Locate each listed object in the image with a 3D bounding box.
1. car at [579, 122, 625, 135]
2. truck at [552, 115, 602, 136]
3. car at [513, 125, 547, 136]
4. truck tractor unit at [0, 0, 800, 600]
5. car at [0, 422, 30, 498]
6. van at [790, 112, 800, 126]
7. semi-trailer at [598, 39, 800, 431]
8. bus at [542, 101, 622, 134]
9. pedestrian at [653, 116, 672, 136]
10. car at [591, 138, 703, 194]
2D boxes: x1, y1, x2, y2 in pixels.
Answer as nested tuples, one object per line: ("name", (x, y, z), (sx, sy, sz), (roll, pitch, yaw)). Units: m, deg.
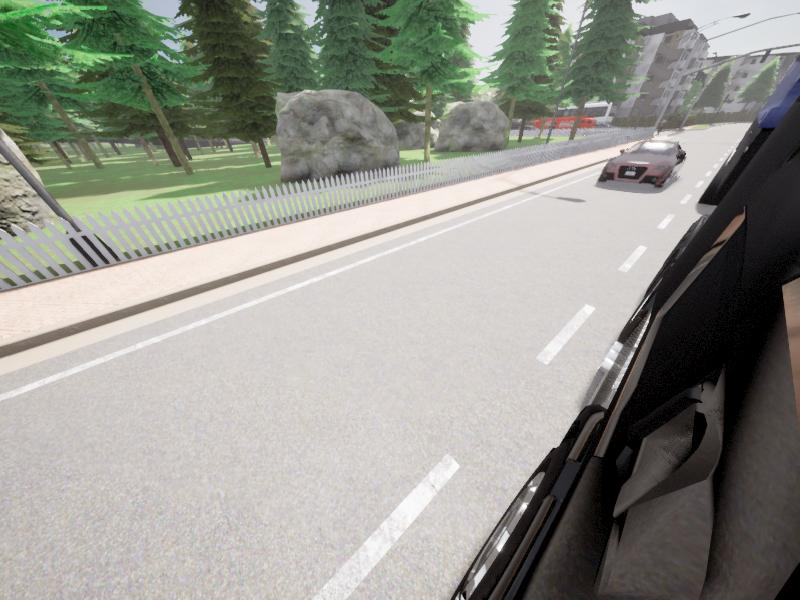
("car", (31.962, -27.226, 36.727), (2.128, 1.511, 4.902), (-26, 43, -28))
("truck", (27.675, -27.360, 36.376), (2.627, 2.467, 5.204), (-26, 43, -28))
("car", (23.188, -30.318, 41.424), (1.837, 1.490, 4.892), (-26, 43, -28))
("truck tractor unit", (2.645, -0.295, 0.352), (6.516, 4.208, 3.053), (-28, 44, -30))
("car", (-4.472, 1.839, 0.128), (3.988, 1.617, 1.851), (-27, 43, -29))
("van", (63.446, -28.412, 35.560), (6.366, 2.431, 2.351), (-28, 44, -30))
("semi-trailer", (8.707, -3.602, 4.216), (14.254, 4.402, 2.717), (-28, 44, -30))
("bus", (33.426, -33.925, 43.293), (3.944, 4.253, 10.273), (-26, 43, -28))
("pedestrian", (31.774, -21.060, 28.001), (0.751, 1.860, 0.751), (-31, 45, -33))
("car", (9.923, -5.548, 9.284), (4.181, 1.385, 1.994), (-27, 43, -29))
